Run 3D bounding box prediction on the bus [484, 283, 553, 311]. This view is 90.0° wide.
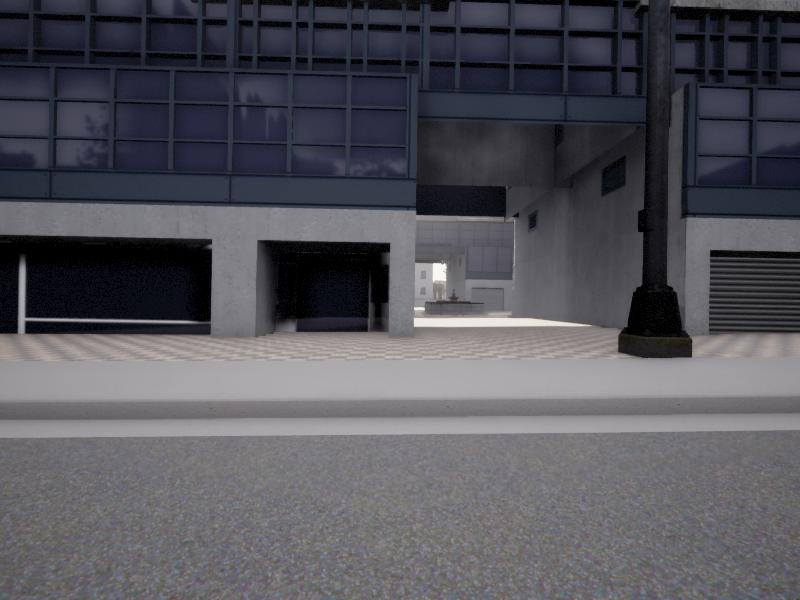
[{"bbox_3d":[19.089,-0.561,65.243,10.273,4.253,3.944,1,0,10],"label":"bus"}]
